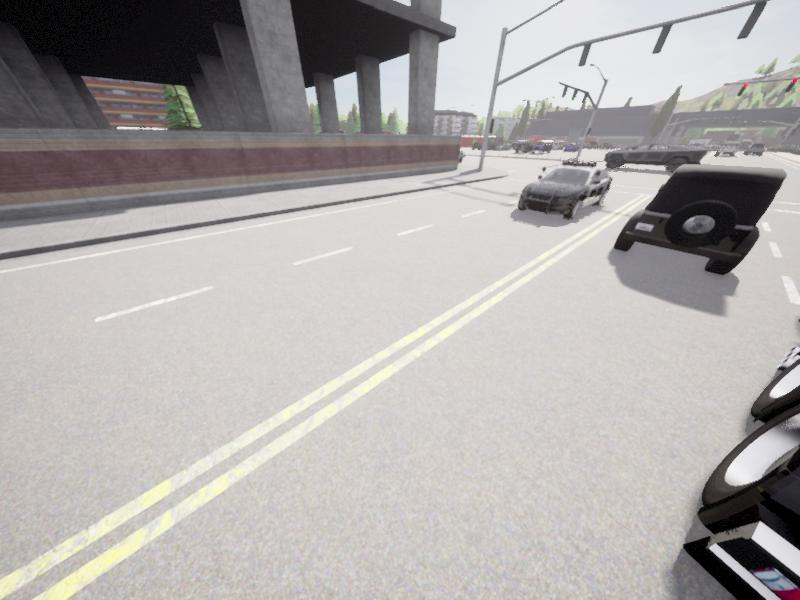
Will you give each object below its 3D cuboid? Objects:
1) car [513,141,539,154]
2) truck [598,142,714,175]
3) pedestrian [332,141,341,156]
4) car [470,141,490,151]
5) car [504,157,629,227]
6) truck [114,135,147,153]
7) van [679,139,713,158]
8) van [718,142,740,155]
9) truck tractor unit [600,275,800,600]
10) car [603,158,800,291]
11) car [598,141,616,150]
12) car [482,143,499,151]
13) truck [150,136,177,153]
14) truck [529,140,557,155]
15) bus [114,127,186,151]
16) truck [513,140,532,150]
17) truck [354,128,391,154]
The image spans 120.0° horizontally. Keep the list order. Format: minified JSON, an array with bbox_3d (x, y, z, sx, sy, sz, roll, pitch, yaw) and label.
[{"bbox_3d":[23.191,-28.000,42.428,4.605,1.855,1.932,-26,42,-32],"label":"car"},{"bbox_3d":[21.802,-12.440,20.099,2.390,2.098,6.274,-26,43,-33],"label":"truck"},{"bbox_3d":[-9.252,-22.128,33.695,0.751,1.860,0.751,-25,42,-31],"label":"pedestrian"},{"bbox_3d":[19.039,-36.533,54.658,4.605,1.855,1.932,-26,42,-32],"label":"car"},{"bbox_3d":[6.540,-4.420,8.948,5.238,1.638,1.930,-25,42,-32],"label":"car"},{"bbox_3d":[-47.488,-27.562,40.867,2.615,2.467,5.204,-26,42,-32],"label":"truck"},{"bbox_3d":[49.349,-25.290,38.480,6.366,2.431,2.351,-26,42,-32],"label":"van"},{"bbox_3d":[66.781,-30.858,46.960,4.442,1.987,1.775,-26,42,-32],"label":"van"},{"bbox_3d":[5.134,-0.275,0.764,6.516,4.208,3.053,-17,39,-23],"label":"truck tractor unit"},{"bbox_3d":[6.888,-2.072,5.360,3.866,1.878,1.905,-26,42,-32],"label":"car"},{"bbox_3d":[54.880,-40.972,61.240,4.605,1.855,1.932,-26,42,-32],"label":"car"},{"bbox_3d":[20.801,-35.199,53.121,3.905,1.438,1.784,-26,42,-32],"label":"car"},{"bbox_3d":[-44.188,-29.138,43.149,2.615,2.467,5.204,-26,42,-32],"label":"truck"},{"bbox_3d":[25.106,-26.831,40.594,4.478,2.038,2.069,-26,42,-32],"label":"truck"},{"bbox_3d":[-57.478,-37.512,53.812,10.273,4.253,3.944,-25,42,-32],"label":"bus"},{"bbox_3d":[32.337,-40.958,60.924,4.478,2.038,2.069,-26,42,-32],"label":"truck"},{"bbox_3d":[-5.528,-31.529,45.801,2.891,3.827,8.468,-26,42,-32],"label":"truck"}]
